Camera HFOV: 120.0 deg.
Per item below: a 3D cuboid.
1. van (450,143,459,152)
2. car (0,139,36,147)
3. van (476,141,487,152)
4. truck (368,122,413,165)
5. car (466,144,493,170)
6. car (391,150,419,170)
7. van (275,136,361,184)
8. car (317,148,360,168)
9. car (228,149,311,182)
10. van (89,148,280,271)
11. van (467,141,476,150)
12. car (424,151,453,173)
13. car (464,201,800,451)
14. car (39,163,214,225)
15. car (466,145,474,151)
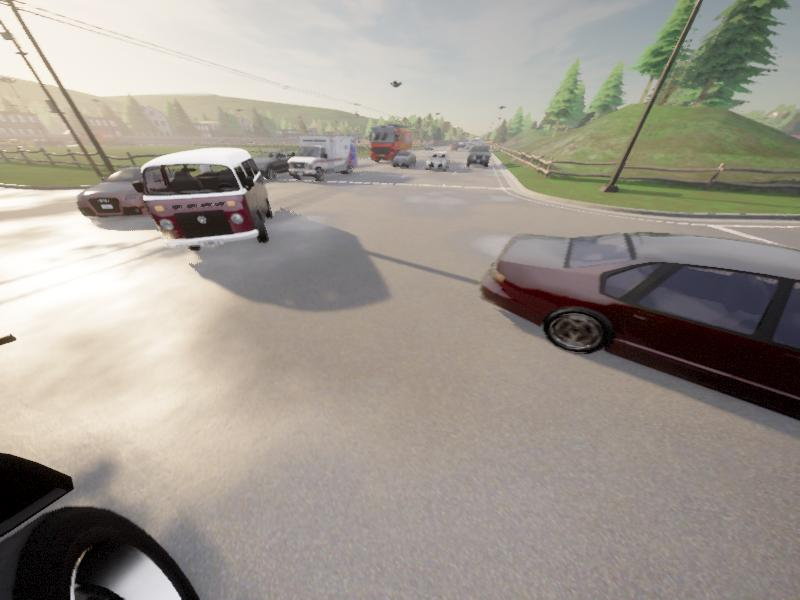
[{"bbox_3d":[14.863,-41.610,62.882,1.775,1.987,4.442,10,36,13],"label":"van"},{"bbox_3d":[-89.311,-36.245,53.349,1.801,1.575,5.366,10,36,13],"label":"car"},{"bbox_3d":[22.368,-42.119,63.379,2.351,2.431,6.366,10,36,13],"label":"van"},{"bbox_3d":[-0.824,-19.357,28.697,2.891,3.827,8.468,10,36,13],"label":"truck"},{"bbox_3d":[8.546,-15.514,24.883,2.150,2.045,5.566,10,36,13],"label":"car"},{"bbox_3d":[0.524,-13.995,22.970,1.845,1.501,3.633,10,36,13],"label":"car"},{"bbox_3d":[-5.313,-10.132,16.463,2.351,2.431,6.366,10,36,13],"label":"van"},{"bbox_3d":[-6.290,-14.971,24.289,2.163,1.488,4.792,10,36,13],"label":"car"},{"bbox_3d":[-8.966,-9.776,16.580,2.152,1.651,5.027,10,36,13],"label":"car"},{"bbox_3d":[-4.779,-2.853,6.267,2.069,2.038,4.480,-12,37,-17],"label":"van"},{"bbox_3d":[24.584,-53.375,79.736,2.351,2.431,6.366,10,36,13],"label":"van"},{"bbox_3d":[3.609,-12.858,21.435,1.970,1.475,3.806,10,36,13],"label":"car"},{"bbox_3d":[3.787,0.144,2.670,5.357,1.411,2.033,22,40,28],"label":"car"},{"bbox_3d":[-9.406,-4.158,8.654,1.994,1.385,4.181,-5,35,-8],"label":"car"},{"bbox_3d":[21.929,-47.873,72.630,1.994,1.385,4.181,10,36,13],"label":"car"}]
